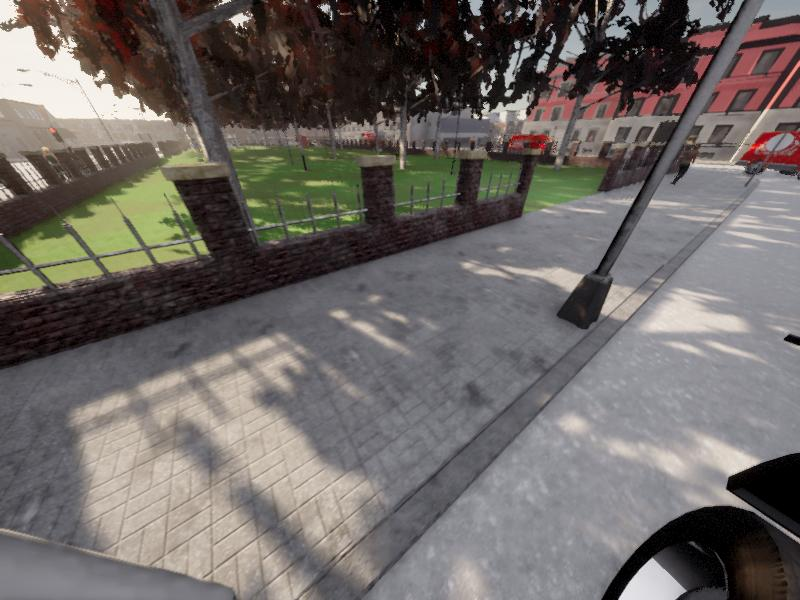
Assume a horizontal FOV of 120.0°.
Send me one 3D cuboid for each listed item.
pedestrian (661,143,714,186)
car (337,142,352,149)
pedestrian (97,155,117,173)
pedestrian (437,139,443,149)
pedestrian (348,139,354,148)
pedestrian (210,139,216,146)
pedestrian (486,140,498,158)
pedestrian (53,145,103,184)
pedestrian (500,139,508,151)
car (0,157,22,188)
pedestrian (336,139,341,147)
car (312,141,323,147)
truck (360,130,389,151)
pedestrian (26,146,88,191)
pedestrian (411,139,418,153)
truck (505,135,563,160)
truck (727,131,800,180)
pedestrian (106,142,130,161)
[{"bbox_3d":[14.784,-6.999,11.943,0.751,1.860,0.751,-13,37,-17],"label":"pedestrian"},{"bbox_3d":[-16.423,-45.786,68.276,2.152,1.651,5.027,-22,41,-28],"label":"car"},{"bbox_3d":[-22.263,-10.350,17.575,0.500,1.100,0.500,-27,43,-33],"label":"pedestrian"},{"bbox_3d":[8.686,-33.782,50.021,0.751,1.860,0.751,-23,41,-29],"label":"pedestrian"},{"bbox_3d":[-11.799,-37.692,55.694,0.751,1.860,0.751,-23,41,-29],"label":"pedestrian"},{"bbox_3d":[-58.880,-49.511,72.741,0.751,1.860,0.751,-12,37,-16],"label":"pedestrian"},{"bbox_3d":[11.368,-18.655,28.518,0.751,1.860,0.751,-22,41,-28],"label":"pedestrian"},{"bbox_3d":[-18.383,-7.781,13.244,0.751,1.860,0.751,-22,41,-28],"label":"pedestrian"},{"bbox_3d":[19.063,-28.401,42.407,0.751,1.860,0.751,-9,36,-12],"label":"pedestrian"},{"bbox_3d":[-23.668,-6.709,12.278,2.128,1.511,4.902,-24,42,-30],"label":"car"},{"bbox_3d":[-16.623,-42.264,62.216,0.751,1.860,0.751,22,41,28],"label":"pedestrian"},{"bbox_3d":[-30.152,-57.027,84.323,2.152,1.651,5.027,-22,41,-28],"label":"car"},{"bbox_3d":[-6.246,-38.464,55.650,2.891,3.827,8.468,-22,41,-28],"label":"truck"},{"bbox_3d":[-16.829,-6.503,11.419,0.751,1.860,0.751,-22,40,-27],"label":"pedestrian"},{"bbox_3d":[2.448,-25.992,38.991,0.751,1.860,0.751,-22,41,-28],"label":"pedestrian"},{"bbox_3d":[16.659,-19.291,29.080,2.627,2.467,5.204,-22,41,-28],"label":"truck"},{"bbox_3d":[25.806,-9.111,14.570,2.627,2.467,5.204,6,36,5],"label":"truck"},{"bbox_3d":[-31.884,-16.812,26.150,0.751,1.860,0.751,-12,37,-16],"label":"pedestrian"}]
